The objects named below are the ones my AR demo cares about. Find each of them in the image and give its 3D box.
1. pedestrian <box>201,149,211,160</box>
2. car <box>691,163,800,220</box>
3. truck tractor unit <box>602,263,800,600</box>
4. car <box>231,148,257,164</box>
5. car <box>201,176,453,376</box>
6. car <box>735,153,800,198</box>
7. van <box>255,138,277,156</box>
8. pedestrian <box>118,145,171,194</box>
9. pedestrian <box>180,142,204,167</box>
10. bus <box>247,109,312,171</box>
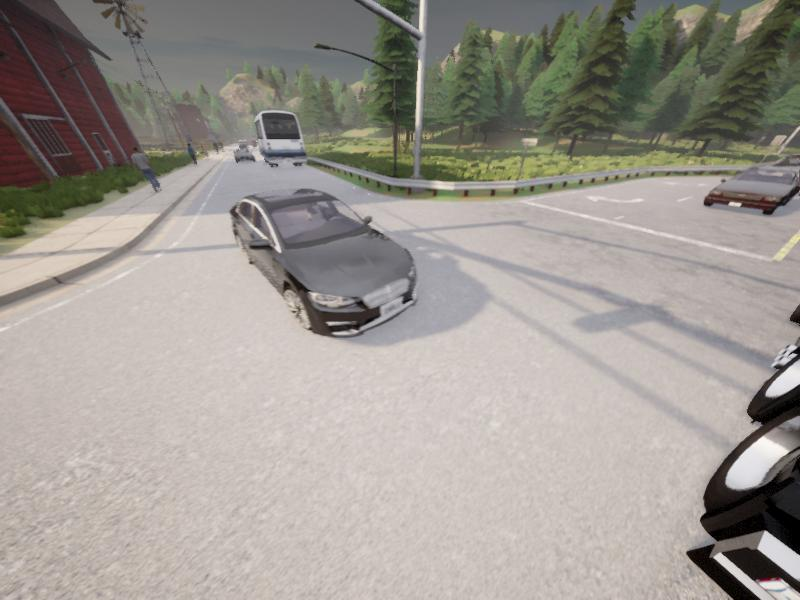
[{"bbox_3d":[-23.745,-17.897,28.327,0.500,1.100,0.500,27,43,33],"label":"pedestrian"},{"bbox_3d":[14.914,-4.672,9.570,5.357,1.411,2.033,-18,39,-24],"label":"car"},{"bbox_3d":[5.107,-0.305,0.783,6.516,4.208,3.053,-18,39,-24],"label":"truck tractor unit"},{"bbox_3d":[-17.935,-16.649,26.645,1.994,1.385,4.181,-18,39,-24],"label":"car"},{"bbox_3d":[-1.742,-1.168,4.367,2.128,1.511,4.902,-27,43,-34],"label":"car"},{"bbox_3d":[21.077,-6.792,12.410,4.611,1.667,2.242,-18,39,-24],"label":"car"},{"bbox_3d":[-23.474,-26.961,40.497,2.351,2.431,6.366,-17,39,-24],"label":"van"},{"bbox_3d":[-11.701,-6.014,10.665,0.751,1.860,0.751,-14,37,-20],"label":"pedestrian"},{"bbox_3d":[-18.644,-13.063,20.748,0.751,1.860,0.751,-10,36,-14],"label":"pedestrian"},{"bbox_3d":[-12.566,-16.293,23.646,3.944,4.253,10.273,-18,39,-24],"label":"bus"}]
